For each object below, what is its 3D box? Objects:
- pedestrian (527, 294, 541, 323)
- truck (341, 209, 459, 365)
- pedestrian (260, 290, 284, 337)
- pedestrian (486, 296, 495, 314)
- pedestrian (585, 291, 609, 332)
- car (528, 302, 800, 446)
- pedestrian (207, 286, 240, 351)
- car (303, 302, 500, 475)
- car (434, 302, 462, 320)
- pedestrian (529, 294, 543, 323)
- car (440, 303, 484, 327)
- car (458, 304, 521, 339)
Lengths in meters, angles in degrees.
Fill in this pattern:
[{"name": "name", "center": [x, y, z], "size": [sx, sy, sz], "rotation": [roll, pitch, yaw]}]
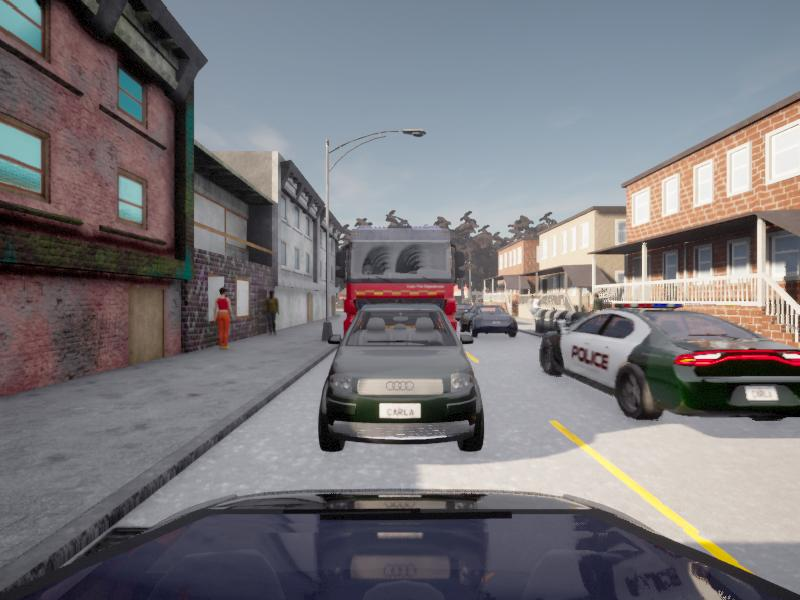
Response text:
[{"name": "pedestrian", "center": [8.816, 0.533, 26.398], "size": [0.751, 1.860, 0.751], "rotation": [0, 0, 8]}, {"name": "truck", "center": [-0.010, -0.321, 14.022], "size": [2.891, 3.827, 8.468], "rotation": [0, 0, 0]}, {"name": "pedestrian", "center": [-5.215, 0.533, 16.302], "size": [0.751, 1.860, 0.751], "rotation": [0, 0, -2]}, {"name": "pedestrian", "center": [9.280, 0.525, 41.107], "size": [0.751, 1.860, 0.751], "rotation": [0, 0, 2]}, {"name": "pedestrian", "center": [9.184, 0.533, 18.661], "size": [0.751, 1.860, 0.751], "rotation": [0, 0, -2]}, {"name": "car", "center": [4.012, 0.828, 6.879], "size": [2.038, 1.542, 4.974], "rotation": [0, 0, 0]}, {"name": "pedestrian", "center": [-5.249, 0.533, 11.938], "size": [0.751, 1.860, 0.751], "rotation": [0, 0, -8]}, {"name": "car", "center": [0.007, 0.815, 5.489], "size": [1.789, 1.549, 3.705], "rotation": [0, 0, 0]}, {"name": "car", "center": [3.915, 0.870, 33.546], "size": [1.812, 1.442, 4.674], "rotation": [0, 0, 0]}, {"name": "pedestrian", "center": [8.712, 0.533, 25.591], "size": [0.751, 1.860, 0.751], "rotation": [0, 0, 9]}, {"name": "car", "center": [3.970, 0.895, 26.452], "size": [2.033, 1.411, 5.357], "rotation": [0, 0, 0]}, {"name": "car", "center": [3.987, 0.907, 18.568], "size": [1.994, 1.385, 4.181], "rotation": [0, 0, 0]}]
